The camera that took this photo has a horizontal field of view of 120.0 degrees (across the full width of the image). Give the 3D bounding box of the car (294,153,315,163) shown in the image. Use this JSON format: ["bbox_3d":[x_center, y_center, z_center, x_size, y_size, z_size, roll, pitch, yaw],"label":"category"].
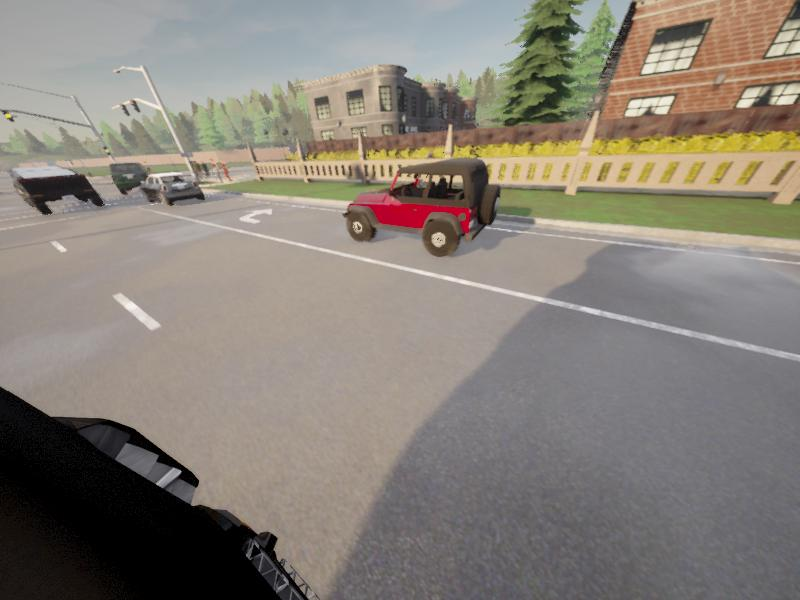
[{"bbox_3d":[-22.340,-33.194,54.001,1.851,1.617,3.988,17,39,27],"label":"car"}]

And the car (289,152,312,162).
[{"bbox_3d":[-24.375,-35.091,56.767,2.097,1.767,4.553,17,39,27],"label":"car"}]

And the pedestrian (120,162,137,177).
[{"bbox_3d":[-40.047,-19.207,34.094,0.751,1.860,0.751,13,37,22],"label":"pedestrian"}]

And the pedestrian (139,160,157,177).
[{"bbox_3d":[-32.508,-16.949,29.849,0.751,1.860,0.751,21,40,31],"label":"pedestrian"}]

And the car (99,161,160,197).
[{"bbox_3d":[-21.212,-9.802,18.419,2.150,2.045,5.566,-28,41,-32],"label":"car"}]

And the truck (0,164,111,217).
[{"bbox_3d":[-19.694,-6.367,13.109,6.274,2.098,2.390,17,39,27],"label":"truck"}]

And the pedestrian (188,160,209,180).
[{"bbox_3d":[-21.380,-13.794,24.533,0.751,1.860,0.751,16,38,26],"label":"pedestrian"}]

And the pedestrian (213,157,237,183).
[{"bbox_3d":[-14.964,-11.136,19.780,0.751,1.860,0.751,11,36,20],"label":"pedestrian"}]

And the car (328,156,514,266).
[{"bbox_3d":[0.454,-2.475,5.899,3.866,1.878,1.905,17,38,27],"label":"car"}]

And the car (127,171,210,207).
[{"bbox_3d":[-13.343,-6.482,13.348,3.806,1.475,1.970,17,39,27],"label":"car"}]

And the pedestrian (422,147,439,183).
[{"bbox_3d":[1.855,-8.385,14.351,0.751,1.860,0.751,17,38,27],"label":"pedestrian"}]

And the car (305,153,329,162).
[{"bbox_3d":[-18.964,-32.627,52.934,2.163,1.488,4.792,17,39,27],"label":"car"}]

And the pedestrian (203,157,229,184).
[{"bbox_3d":[-15.351,-10.804,19.312,0.751,1.860,0.751,9,36,18],"label":"pedestrian"}]

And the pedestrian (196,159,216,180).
[{"bbox_3d":[-20.318,-13.613,24.180,0.751,1.860,0.751,20,40,30],"label":"pedestrian"}]

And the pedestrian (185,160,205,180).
[{"bbox_3d":[-22.693,-14.427,25.584,0.751,1.860,0.751,16,38,26],"label":"pedestrian"}]
